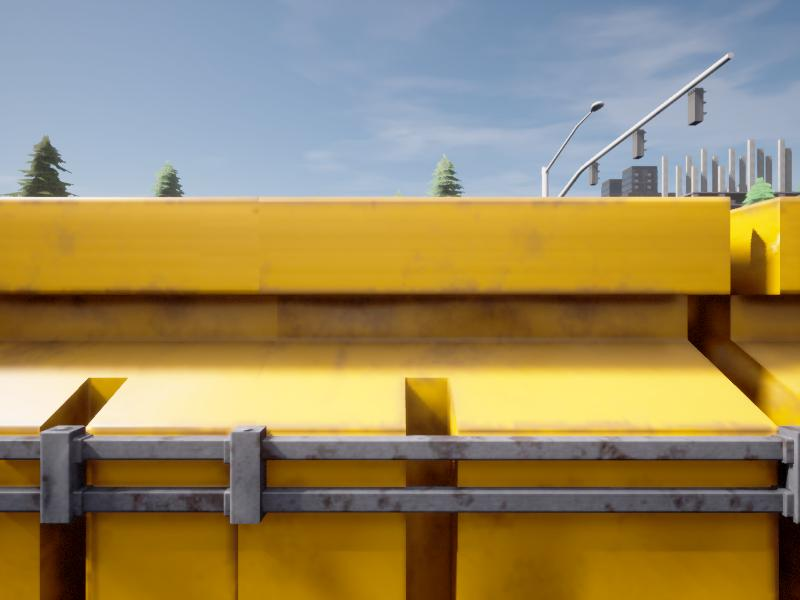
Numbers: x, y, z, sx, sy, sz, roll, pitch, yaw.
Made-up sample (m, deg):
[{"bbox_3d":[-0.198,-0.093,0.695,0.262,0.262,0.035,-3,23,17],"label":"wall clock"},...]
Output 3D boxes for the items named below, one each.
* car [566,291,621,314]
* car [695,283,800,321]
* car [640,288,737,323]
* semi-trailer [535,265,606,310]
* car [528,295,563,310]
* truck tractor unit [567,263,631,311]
[{"bbox_3d":[15.050,0.168,31.469,1.930,1.638,5.238,0,0,2],"label":"car"},{"bbox_3d":[18.397,0.090,21.182,2.097,1.767,4.553,0,0,-1],"label":"car"},{"bbox_3d":[14.034,0.234,19.878,2.128,1.511,4.902,0,0,12],"label":"car"},{"bbox_3d":[19.083,-1.222,46.218,2.717,4.402,14.254,0,0,2],"label":"semi-trailer"},{"bbox_3d":[15.398,0.221,42.589,2.038,1.542,4.974,0,0,2],"label":"car"},{"bbox_3d":[18.774,-1.128,38.314,3.053,4.208,6.516,0,0,2],"label":"truck tractor unit"}]
